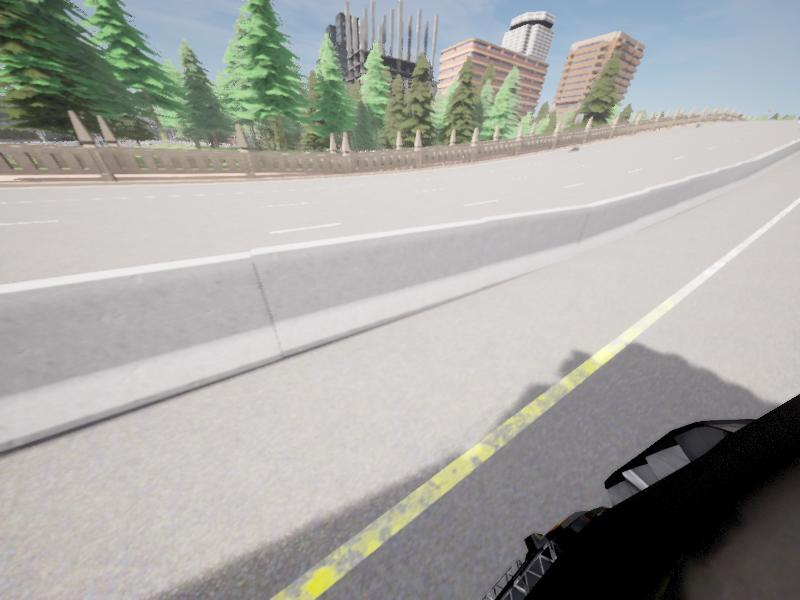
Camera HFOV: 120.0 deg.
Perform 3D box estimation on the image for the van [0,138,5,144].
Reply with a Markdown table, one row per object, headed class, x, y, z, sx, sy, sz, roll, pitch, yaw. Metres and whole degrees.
| class | x | y | z | sx | sy | sz | roll | pitch | yaw |
| --- | --- | --- | --- | --- | --- | --- | --- | --- | --- |
| van | -60.976 | -23.609 | 33.129 | 2.069 | 2.038 | 4.480 | -15 | 37 | -25 |
